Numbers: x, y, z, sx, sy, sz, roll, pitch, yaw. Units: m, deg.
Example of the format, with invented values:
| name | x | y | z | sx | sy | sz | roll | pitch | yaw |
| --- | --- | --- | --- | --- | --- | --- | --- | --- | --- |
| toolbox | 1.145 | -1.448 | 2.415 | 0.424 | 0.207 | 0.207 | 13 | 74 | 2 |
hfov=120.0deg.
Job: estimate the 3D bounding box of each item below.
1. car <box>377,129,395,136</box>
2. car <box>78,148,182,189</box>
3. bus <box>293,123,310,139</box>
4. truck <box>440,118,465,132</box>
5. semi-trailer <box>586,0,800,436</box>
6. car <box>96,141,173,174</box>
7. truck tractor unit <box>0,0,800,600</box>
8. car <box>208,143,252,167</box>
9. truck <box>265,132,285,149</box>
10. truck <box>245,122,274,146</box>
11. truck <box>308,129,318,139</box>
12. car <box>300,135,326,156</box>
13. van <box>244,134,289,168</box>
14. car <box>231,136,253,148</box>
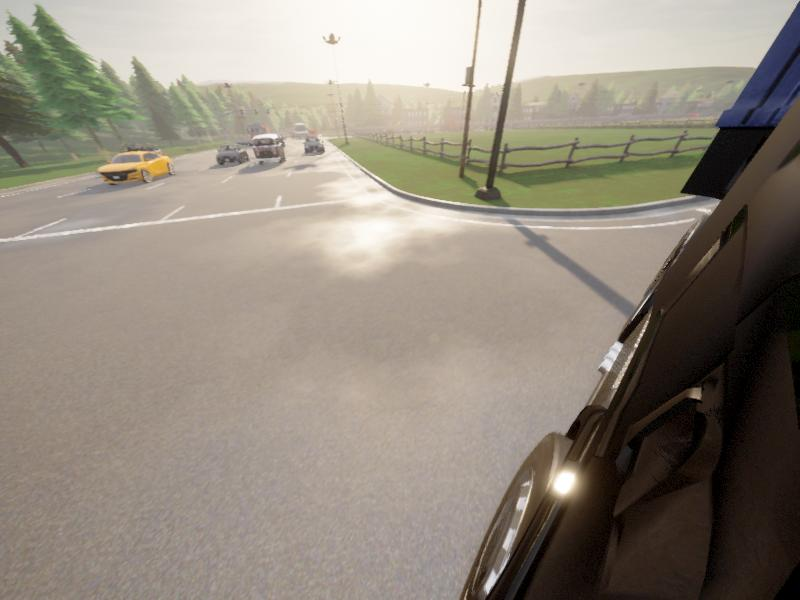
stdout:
| name | x | y | z | sx | sy | sz | roll | pitch | yaw |
| --- | --- | --- | --- | --- | --- | --- | --- | --- | --- |
| car | -4.636 | -55.570 | 76.500 | 5.238 | 1.638 | 1.930 | -12 | 38 | -13 |
| car | -16.215 | -8.313 | 14.358 | 1.882 | 1.535 | 5.008 | -12 | 38 | -12 |
| bus | -33.597 | -58.032 | 79.271 | 3.944 | 4.253 | 10.273 | -12 | 38 | -12 |
| truck | 19.056 | -63.737 | 84.174 | 8.468 | 3.827 | 2.891 | -12 | 38 | -13 |
| semi-trailer | 9.544 | -2.824 | 3.157 | 14.254 | 4.402 | 2.717 | -17 | 39 | -18 |
| car | -21.753 | -12.000 | 19.301 | 1.932 | 1.855 | 4.605 | -12 | 38 | -12 |
| truck tractor unit | 2.645 | -0.295 | 0.352 | 6.516 | 4.208 | 3.053 | -28 | 44 | -30 |
| car | -14.904 | -12.958 | 20.517 | 1.816 | 1.474 | 4.193 | -12 | 38 | -12 |
| truck | -21.552 | -27.576 | 39.837 | 2.390 | 2.098 | 6.274 | -17 | 39 | -18 |
| truck | -29.484 | -35.118 | 48.895 | 2.891 | 3.827 | 8.468 | -12 | 38 | -12 |
| truck | -28.879 | -55.151 | 76.652 | 2.627 | 2.467 | 5.204 | -12 | 38 | -12 |
| car | -9.995 | -17.935 | 26.693 | 2.242 | 1.667 | 4.611 | -12 | 38 | -12 |
| van | -10.881 | -12.544 | 19.260 | 2.069 | 2.038 | 4.480 | -12 | 38 | -12 |
| car | -32.193 | -32.371 | 47.235 | 2.152 | 1.651 | 5.027 | -12 | 38 | -12 |
